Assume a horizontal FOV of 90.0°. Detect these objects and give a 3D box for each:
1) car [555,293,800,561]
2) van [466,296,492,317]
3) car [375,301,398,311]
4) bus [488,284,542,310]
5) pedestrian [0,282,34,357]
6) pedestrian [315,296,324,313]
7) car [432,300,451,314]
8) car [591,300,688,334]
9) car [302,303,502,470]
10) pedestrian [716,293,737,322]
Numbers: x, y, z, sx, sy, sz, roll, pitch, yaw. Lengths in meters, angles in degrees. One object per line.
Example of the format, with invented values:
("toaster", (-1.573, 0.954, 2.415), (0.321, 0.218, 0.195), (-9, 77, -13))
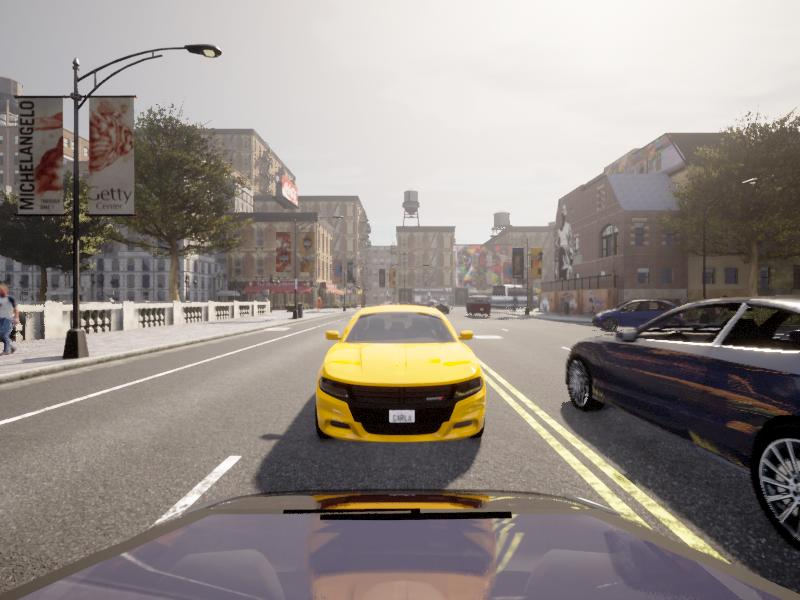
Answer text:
("car", (3.565, 0.781, 3.989), (2.152, 1.651, 5.027), (0, 0, 1))
("van", (7.686, 0.598, 39.410), (1.775, 1.987, 4.442), (0, 0, 2))
("car", (-1.999, 0.864, 61.206), (2.002, 1.452, 4.674), (0, 0, 20))
("bus", (20.721, -0.538, 71.571), (10.273, 4.253, 3.944), (0, 0, -38))
("pedestrian", (-10.124, 0.485, 10.287), (0.751, 1.860, 0.751), (0, 0, 0))
("pedestrian", (-8.792, 0.485, 43.746), (0.751, 1.860, 0.751), (0, 0, 9))
("car", (5.135, 0.825, 49.061), (2.038, 1.542, 4.974), (0, 0, 10))
("car", (12.035, 0.789, 20.405), (3.988, 1.617, 1.851), (0, 0, 22))
("car", (-0.014, 0.823, 6.265), (1.882, 1.535, 5.008), (0, 0, -1))
("pedestrian", (21.516, 0.485, 26.368), (0.751, 1.860, 0.751), (0, 0, 0))
